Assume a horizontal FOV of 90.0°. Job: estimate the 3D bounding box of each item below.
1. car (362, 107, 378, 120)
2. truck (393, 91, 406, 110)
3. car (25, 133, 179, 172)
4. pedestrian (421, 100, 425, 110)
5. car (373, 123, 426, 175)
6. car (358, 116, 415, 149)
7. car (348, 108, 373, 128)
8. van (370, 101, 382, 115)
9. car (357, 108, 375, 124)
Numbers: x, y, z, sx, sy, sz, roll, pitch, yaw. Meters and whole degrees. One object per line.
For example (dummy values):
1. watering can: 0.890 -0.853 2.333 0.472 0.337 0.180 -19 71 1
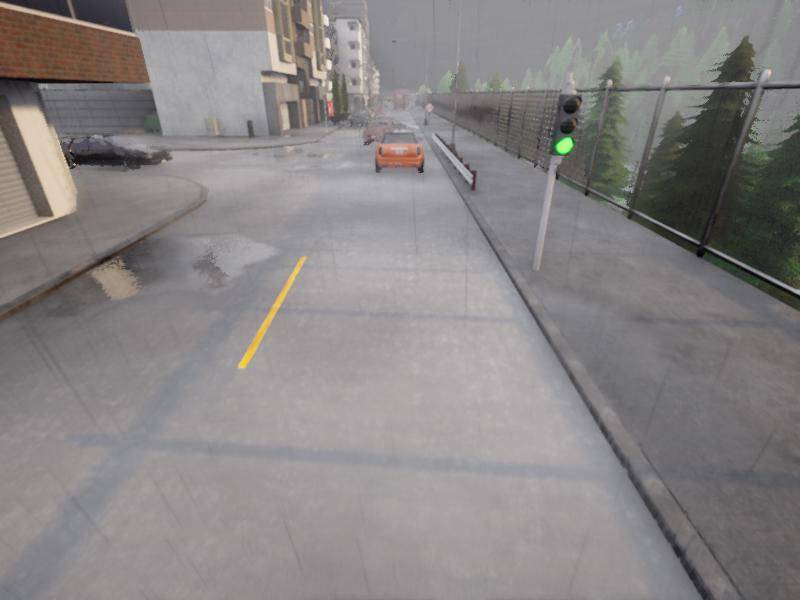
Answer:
1. car: -4.052 -25.339 54.389 1.970 1.475 3.806 0 27 0
2. truck: -0.095 -46.269 92.596 2.891 3.827 8.468 0 27 0
3. car: -13.492 -6.808 18.366 5.357 1.411 2.033 2 27 4
4. pedestrian: 5.089 -43.009 88.125 0.751 1.860 0.751 0 27 0
5. car: -0.015 -7.060 18.424 2.097 1.767 4.553 0 27 0
6. car: -0.800 -11.451 27.169 2.152 1.651 5.027 9 29 17
7. car: -4.039 -19.077 41.840 2.097 1.767 4.553 0 27 0
8. van: -4.070 -32.732 68.234 1.775 1.987 4.442 0 27 0
9. car: -4.047 -22.231 48.220 1.801 1.575 5.366 0 27 0
